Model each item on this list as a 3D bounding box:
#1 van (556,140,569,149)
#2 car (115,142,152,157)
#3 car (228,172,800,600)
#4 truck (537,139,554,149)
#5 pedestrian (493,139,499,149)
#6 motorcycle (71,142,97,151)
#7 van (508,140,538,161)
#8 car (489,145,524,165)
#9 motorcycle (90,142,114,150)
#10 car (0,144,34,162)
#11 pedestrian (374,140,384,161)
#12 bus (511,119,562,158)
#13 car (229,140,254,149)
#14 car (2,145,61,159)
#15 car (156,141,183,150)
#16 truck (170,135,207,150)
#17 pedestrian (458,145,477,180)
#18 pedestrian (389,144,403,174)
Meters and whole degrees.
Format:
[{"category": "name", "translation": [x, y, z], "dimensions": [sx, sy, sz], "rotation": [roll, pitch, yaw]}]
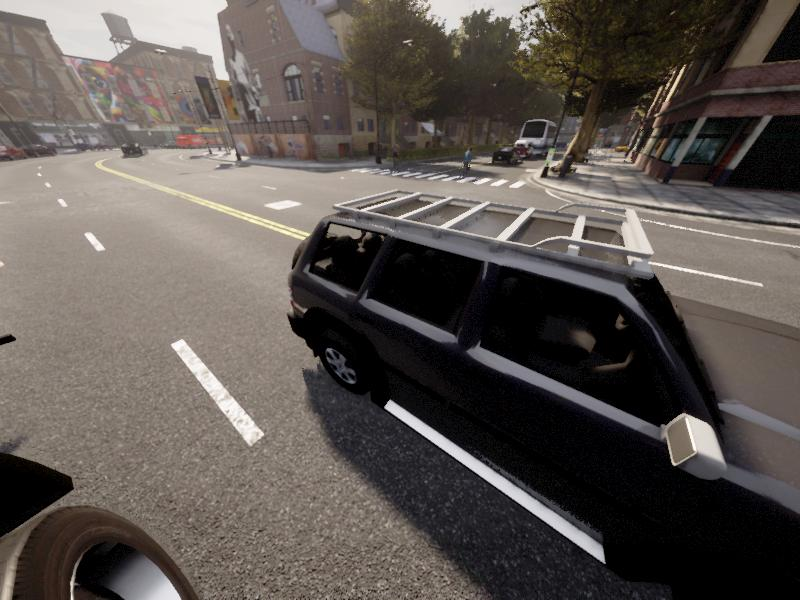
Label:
[{"category": "van", "translation": [42.292, -40.591, 60.163], "dimensions": [1.775, 1.987, 4.442], "rotation": [22, 41, 28]}, {"category": "car", "translation": [-37.072, -21.158, 32.349], "dimensions": [1.930, 1.638, 5.238], "rotation": [-19, 39, -25]}, {"category": "car", "translation": [1.023, 0.235, 1.966], "dimensions": [4.605, 1.855, 1.932], "rotation": [23, 41, 28]}, {"category": "truck", "translation": [37.395, -40.128, 59.382], "dimensions": [2.390, 2.098, 6.274], "rotation": [22, 40, 28]}, {"category": "pedestrian", "translation": [22.719, -36.851, 54.530], "dimensions": [0.751, 1.860, 0.751], "rotation": [22, 40, 28]}, {"category": "motorcycle", "translation": [-54.762, -26.608, 40.063], "dimensions": [2.209, 1.251, 0.867], "rotation": [-29, 45, -35]}, {"category": "van", "translation": [15.903, -19.419, 29.858], "dimensions": [2.069, 2.038, 4.480], "rotation": [22, 41, 28]}, {"category": "car", "translation": [11.676, -15.854, 25.110], "dimensions": [1.930, 1.638, 5.238], "rotation": [22, 41, 28]}, {"category": "motorcycle", "translation": [-54.819, -28.373, 42.573], "dimensions": [2.356, 1.277, 0.764], "rotation": [-29, 45, -35]}, {"category": "car", "translation": [-44.058, -16.398, 25.699], "dimensions": [2.002, 1.452, 4.674], "rotation": [-21, 41, -28]}, {"category": "pedestrian", "translation": [-2.273, -16.132, 24.922], "dimensions": [0.751, 1.860, 0.751], "rotation": [19, 39, 24]}, {"category": "bus", "translation": [20.858, -24.424, 35.081], "dimensions": [3.944, 4.253, 10.273], "rotation": [22, 41, 28]}, {"category": "car", "translation": [-38.326, -37.729, 55.989], "dimensions": [2.242, 1.667, 4.611], "rotation": [10, 36, 13]}, {"category": "car", "translation": [-47.092, -19.142, 29.712], "dimensions": [1.895, 1.301, 4.718], "rotation": [-15, 38, -20]}, {"category": "car", "translation": [-50.037, -33.674, 50.277], "dimensions": [1.970, 1.475, 3.806], "rotation": [1, 35, 0]}, {"category": "truck", "translation": [-46.470, -34.796, 50.954], "dimensions": [2.627, 2.467, 5.204], "rotation": [3, 35, 4]}, {"category": "pedestrian", "translation": [4.303, -8.793, 14.794], "dimensions": [0.751, 1.860, 0.751], "rotation": [16, 38, 22]}, {"category": "pedestrian", "translation": [-0.299, -10.463, 17.140], "dimensions": [0.751, 1.860, 0.751], "rotation": [23, 41, 29]}]
